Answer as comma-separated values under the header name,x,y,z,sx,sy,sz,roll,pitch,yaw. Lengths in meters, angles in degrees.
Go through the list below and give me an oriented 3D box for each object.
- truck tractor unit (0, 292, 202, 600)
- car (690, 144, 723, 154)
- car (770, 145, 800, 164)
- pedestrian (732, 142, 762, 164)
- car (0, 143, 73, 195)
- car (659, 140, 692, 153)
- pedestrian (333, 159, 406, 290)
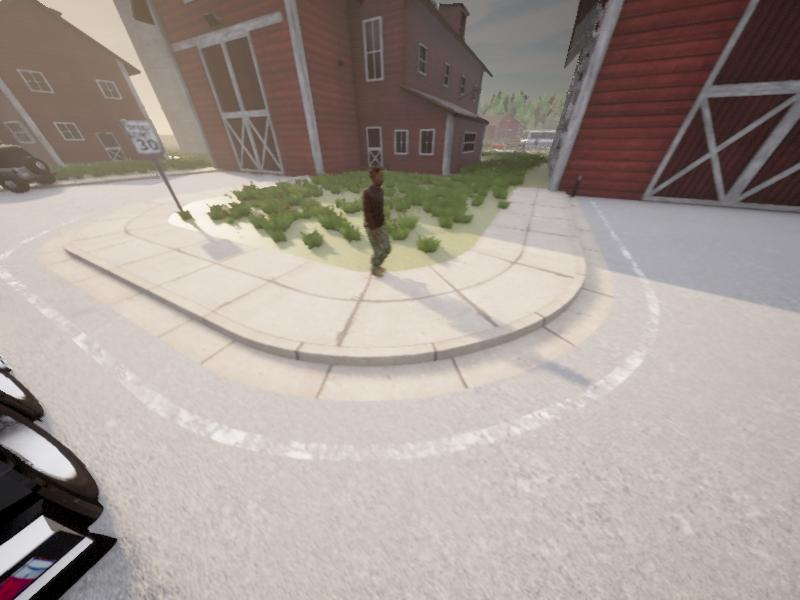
name,x,y,z,sx,sy,sz,roll,pitch,yaw
truck tractor unit,-5.157,-0.252,0.707,6.516,4.208,3.053,16,38,22
car,55.778,-27.567,42.175,1.812,1.442,4.674,17,38,23
car,45.451,-16.499,26.182,1.851,1.617,3.988,17,38,23
pedestrian,35.643,-15.168,23.778,0.751,1.860,0.751,17,39,24
car,-20.192,-6.433,11.410,3.866,1.878,1.905,-11,42,-11
car,53.977,-30.134,45.349,2.150,2.045,5.566,17,38,23
pedestrian,-0.417,-1.235,3.864,0.751,1.860,0.751,17,38,23
